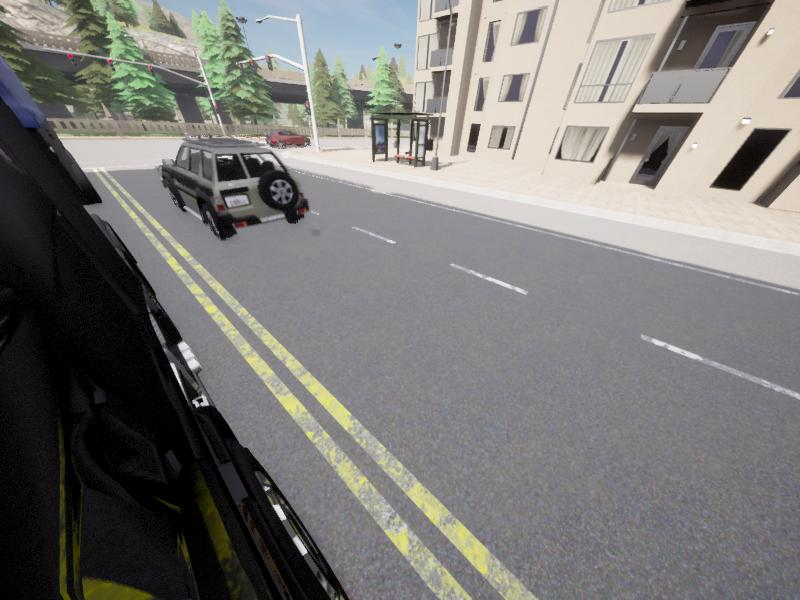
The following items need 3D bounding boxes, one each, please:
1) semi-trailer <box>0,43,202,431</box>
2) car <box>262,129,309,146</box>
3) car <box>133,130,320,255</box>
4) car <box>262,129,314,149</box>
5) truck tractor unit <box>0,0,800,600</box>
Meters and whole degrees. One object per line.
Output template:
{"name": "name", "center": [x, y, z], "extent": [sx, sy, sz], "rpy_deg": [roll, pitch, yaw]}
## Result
{"name": "semi-trailer", "center": [-8.698, -3.607, 4.225], "extent": [14.254, 4.402, 2.717], "rpy_deg": [28, 44, 30]}
{"name": "car", "center": [-12.926, -18.544, 26.361], "extent": [1.994, 1.385, 4.181], "rpy_deg": [29, 44, 30]}
{"name": "car", "center": [-4.364, -3.004, 5.810], "extent": [4.605, 1.855, 1.932], "rpy_deg": [28, 44, 30]}
{"name": "car", "center": [-11.319, -16.432, 23.553], "extent": [1.816, 1.474, 4.193], "rpy_deg": [29, 44, 30]}
{"name": "truck tractor unit", "center": [-2.645, -0.295, 0.352], "extent": [6.516, 4.208, 3.053], "rpy_deg": [28, 44, 30]}
